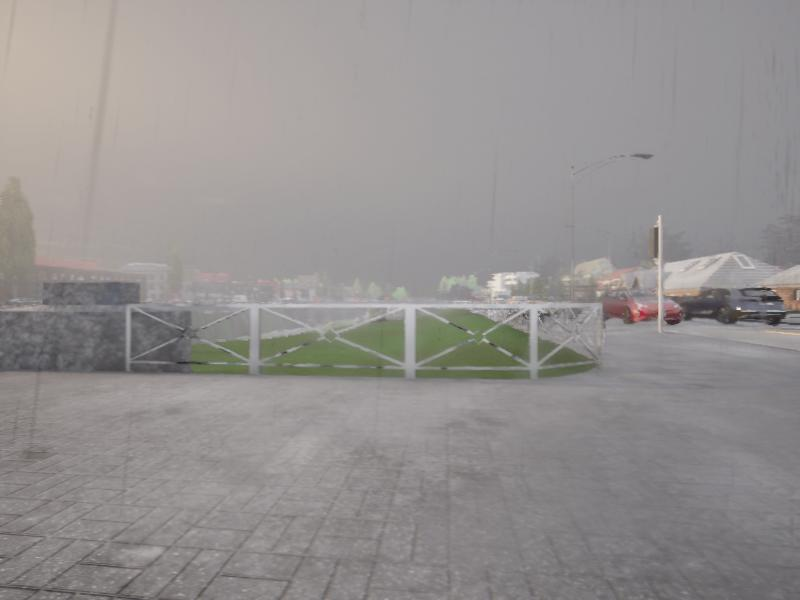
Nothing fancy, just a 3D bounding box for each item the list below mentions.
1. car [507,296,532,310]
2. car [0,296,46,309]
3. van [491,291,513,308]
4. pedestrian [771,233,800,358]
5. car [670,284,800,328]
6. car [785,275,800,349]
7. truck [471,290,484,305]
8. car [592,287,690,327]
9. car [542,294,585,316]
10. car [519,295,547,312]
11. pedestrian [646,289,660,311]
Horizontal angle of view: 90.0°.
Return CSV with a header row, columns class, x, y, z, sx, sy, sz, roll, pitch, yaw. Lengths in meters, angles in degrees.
class,x,y,z,sx,sy,sz,roll,pitch,yaw
car,13.560,0.324,45.696,1.882,1.535,5.008,0,0,7
car,-51.538,0.304,54.334,1.930,1.638,5.238,0,0,7
van,15.217,-0.090,60.106,2.351,2.431,6.366,0,0,7
pedestrian,6.341,-0.069,6.048,0.751,1.860,0.751,0,0,3
car,14.360,0.217,17.640,2.033,1.649,4.856,0,0,7
car,9.063,0.244,6.270,2.007,1.525,4.514,0,0,6
truck,20.526,-0.692,106.251,2.891,3.827,8.468,0,0,7
car,10.329,0.268,17.613,2.007,1.525,4.514,0,0,7
car,11.615,0.318,28.766,1.816,1.474,4.193,0,0,7
car,12.710,0.312,38.311,1.845,1.501,3.633,0,0,7
pedestrian,21.439,0.006,33.852,0.751,1.860,0.751,0,0,6
